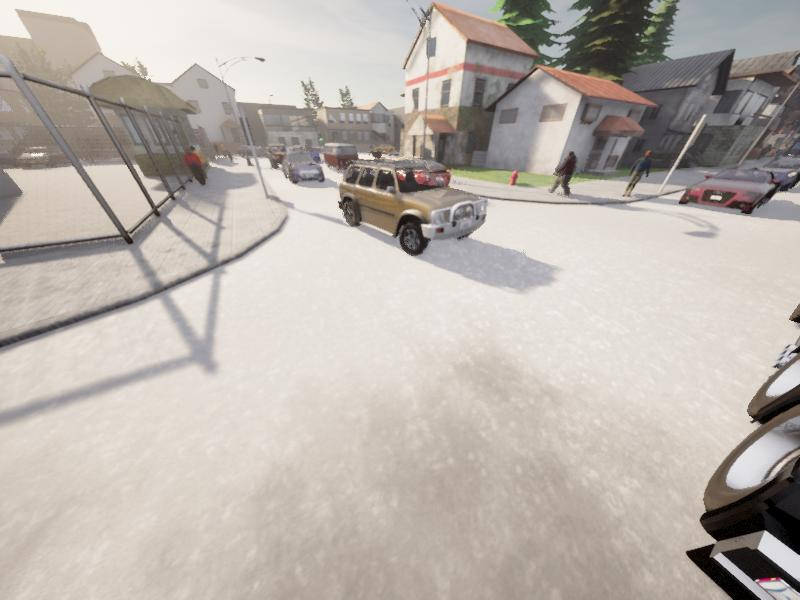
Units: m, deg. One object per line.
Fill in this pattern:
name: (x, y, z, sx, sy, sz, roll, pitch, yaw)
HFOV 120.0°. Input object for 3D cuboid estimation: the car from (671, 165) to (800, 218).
car: (13.771, -4.601, 9.515, 4.181, 1.385, 1.994, -18, 39, -24)

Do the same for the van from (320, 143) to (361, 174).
van: (-5.098, -12.029, 19.496, 1.775, 1.987, 4.442, -18, 39, -25)

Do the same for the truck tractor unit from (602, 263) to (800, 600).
truck tractor unit: (5.106, -0.306, 0.782, 6.516, 4.208, 3.053, -18, 39, -24)

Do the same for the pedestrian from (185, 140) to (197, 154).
pedestrian: (-34.704, -25.453, 38.425, 0.751, 1.860, 0.751, -17, 38, -23)

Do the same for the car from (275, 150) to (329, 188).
car: (-6.368, -8.561, 14.820, 2.033, 1.649, 4.856, -18, 38, -24)

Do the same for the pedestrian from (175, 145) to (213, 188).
pedestrian: (-10.702, -6.989, 12.085, 0.751, 1.860, 0.751, -18, 39, -25)

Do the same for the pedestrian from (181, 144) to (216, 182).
pedestrian: (-11.893, -8.117, 13.694, 0.751, 1.860, 0.751, -12, 37, -17)

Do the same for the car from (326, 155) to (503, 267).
car: (0.009, -2.827, 6.421, 1.932, 1.855, 4.605, -25, 41, -31)

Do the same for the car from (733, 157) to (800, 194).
car: (21.524, -7.198, 13.165, 3.633, 1.501, 1.845, -18, 39, -24)

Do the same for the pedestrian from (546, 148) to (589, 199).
pedestrian: (7.353, -5.586, 10.227, 0.751, 1.860, 0.751, -22, 40, -28)

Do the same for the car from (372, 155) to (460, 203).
car: (0.569, -6.317, 11.739, 2.007, 1.525, 4.514, -21, 40, -27)

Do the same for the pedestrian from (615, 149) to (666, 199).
pedestrian: (10.572, -5.595, 10.265, 0.751, 1.860, 0.751, 19, 39, 25)
